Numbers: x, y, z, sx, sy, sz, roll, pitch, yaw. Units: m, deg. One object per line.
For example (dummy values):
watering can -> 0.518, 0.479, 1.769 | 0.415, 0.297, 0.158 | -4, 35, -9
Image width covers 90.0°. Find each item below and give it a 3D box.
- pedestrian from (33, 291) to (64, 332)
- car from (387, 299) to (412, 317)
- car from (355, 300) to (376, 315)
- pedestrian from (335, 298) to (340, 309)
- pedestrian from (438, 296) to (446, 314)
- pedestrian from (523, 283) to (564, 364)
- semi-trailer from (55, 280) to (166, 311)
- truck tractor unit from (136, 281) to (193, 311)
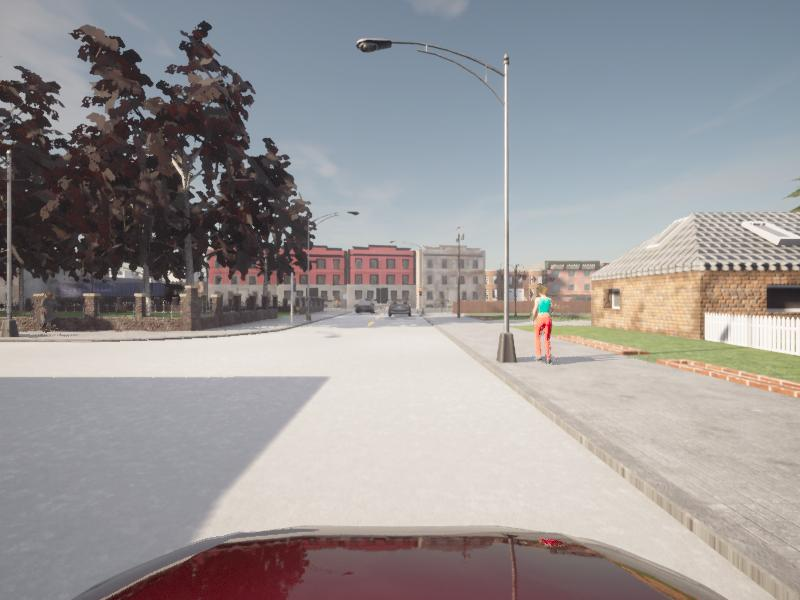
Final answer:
pedestrian -> -16.181, 0.534, 18.430 | 0.751, 1.860, 0.751 | 0, 0, -1
car -> -0.002, 0.756, 39.227 | 2.242, 1.667, 4.611 | 0, 0, 1
car -> -3.843, 0.823, 45.068 | 1.882, 1.535, 5.008 | 0, 0, 1
pedestrian -> -10.561, 0.533, 67.260 | 0.751, 1.860, 0.751 | 0, 0, 1
pedestrian -> 4.416, 0.525, 41.840 | 0.751, 1.860, 0.751 | 0, 0, 11
pedestrian -> 3.392, 0.533, 9.521 | 0.751, 1.860, 0.751 | 0, 0, 4
semi-trailer -> -42.110, -0.619, 58.386 | 14.254, 4.402, 2.717 | 0, 0, 0
truck tractor unit -> -34.194, -0.524, 58.375 | 6.516, 4.208, 3.053 | 0, 0, 0
